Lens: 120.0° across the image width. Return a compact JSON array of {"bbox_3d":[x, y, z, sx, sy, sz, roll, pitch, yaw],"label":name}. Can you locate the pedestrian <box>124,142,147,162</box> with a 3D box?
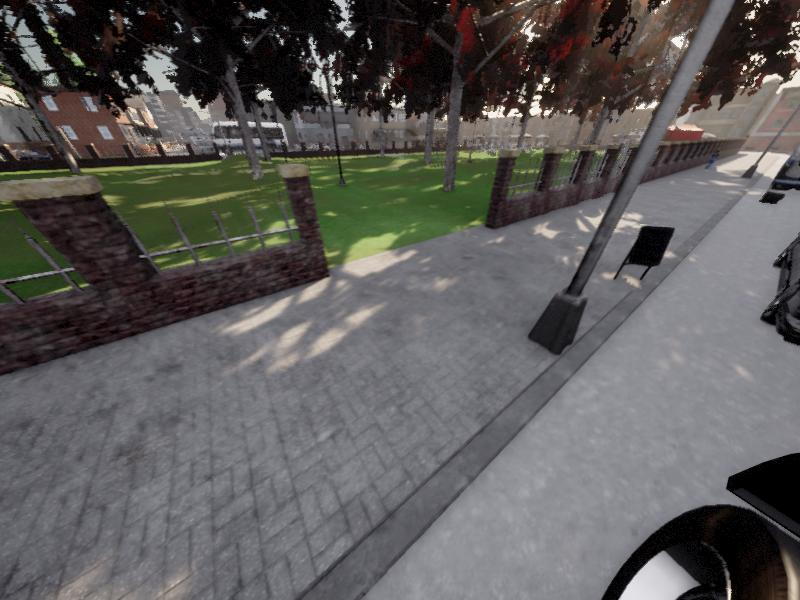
[{"bbox_3d":[-30.669,-17.141,26.777,0.751,1.860,0.751,9,36,13],"label":"pedestrian"}]

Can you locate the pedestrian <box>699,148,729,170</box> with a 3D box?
[{"bbox_3d":[23.820,-10.711,17.539,0.751,1.300,0.751,-22,41,-28],"label":"pedestrian"}]

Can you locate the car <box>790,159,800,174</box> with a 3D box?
[{"bbox_3d":[29.999,-10.025,16.230,3.866,1.878,1.905,-22,41,-28],"label":"car"}]

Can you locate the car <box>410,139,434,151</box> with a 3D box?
[{"bbox_3d":[4.358,-31.406,46.737,4.605,1.855,1.932,-23,41,-28],"label":"car"}]

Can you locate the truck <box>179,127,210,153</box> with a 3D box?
[{"bbox_3d":[-39.519,-30.893,44.673,2.891,3.827,8.468,-22,41,-28],"label":"truck"}]

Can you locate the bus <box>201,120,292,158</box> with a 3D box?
[{"bbox_3d":[-22.831,-24.538,35.291,10.273,4.253,3.944,-17,42,-24],"label":"bus"}]

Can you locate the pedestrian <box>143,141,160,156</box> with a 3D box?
[{"bbox_3d":[-36.678,-22.409,34.096,0.751,1.860,0.751,-12,37,-16],"label":"pedestrian"}]

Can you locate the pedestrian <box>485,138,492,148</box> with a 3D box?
[{"bbox_3d":[19.103,-33.821,49.819,0.751,1.860,0.751,-22,41,-28],"label":"pedestrian"}]

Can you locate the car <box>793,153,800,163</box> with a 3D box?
[{"bbox_3d":[41.224,-14.525,22.731,5.238,1.638,1.930,-22,41,-28],"label":"car"}]

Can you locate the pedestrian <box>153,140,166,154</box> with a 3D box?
[{"bbox_3d":[-40.918,-26.049,39.287,0.751,1.860,0.751,-27,43,-33],"label":"pedestrian"}]

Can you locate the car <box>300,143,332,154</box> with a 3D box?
[{"bbox_3d":[-14.485,-26.324,40.065,4.674,1.442,1.812,-22,41,-28],"label":"car"}]

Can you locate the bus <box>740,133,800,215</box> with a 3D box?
[{"bbox_3d":[18.337,-6.091,8.699,10.273,4.253,3.944,-23,41,-28],"label":"bus"}]

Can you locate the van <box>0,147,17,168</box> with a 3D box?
[{"bbox_3d":[-39.942,-13.107,21.072,4.442,1.987,1.775,-24,41,-29],"label":"van"}]

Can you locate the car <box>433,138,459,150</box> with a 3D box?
[{"bbox_3d":[9.948,-33.642,49.714,5.566,2.045,2.150,-24,42,-30],"label":"car"}]

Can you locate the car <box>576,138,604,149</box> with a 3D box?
[{"bbox_3d":[41.224,-34.101,50.250,1.905,1.878,3.866,-22,41,-28],"label":"car"}]

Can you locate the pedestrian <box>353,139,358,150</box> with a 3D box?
[{"bbox_3d":[-9.049,-31.693,47.044,0.751,1.860,0.751,-4,35,-5],"label":"pedestrian"}]

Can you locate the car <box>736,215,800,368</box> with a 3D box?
[{"bbox_3d":[7.236,-0.421,3.234,5.357,1.411,2.033,-22,41,-28],"label":"car"}]

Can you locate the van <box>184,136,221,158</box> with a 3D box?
[{"bbox_3d":[-29.024,-22.475,33.875,6.366,2.431,2.351,29,45,35],"label":"van"}]

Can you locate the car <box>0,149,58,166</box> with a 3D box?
[{"bbox_3d":[-40.921,-15.148,24.570,4.718,1.301,1.895,-20,40,-26],"label":"car"}]

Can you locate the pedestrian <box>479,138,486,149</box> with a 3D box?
[{"bbox_3d":[17.612,-33.323,49.125,0.751,1.860,0.751,-27,43,-33],"label":"pedestrian"}]
